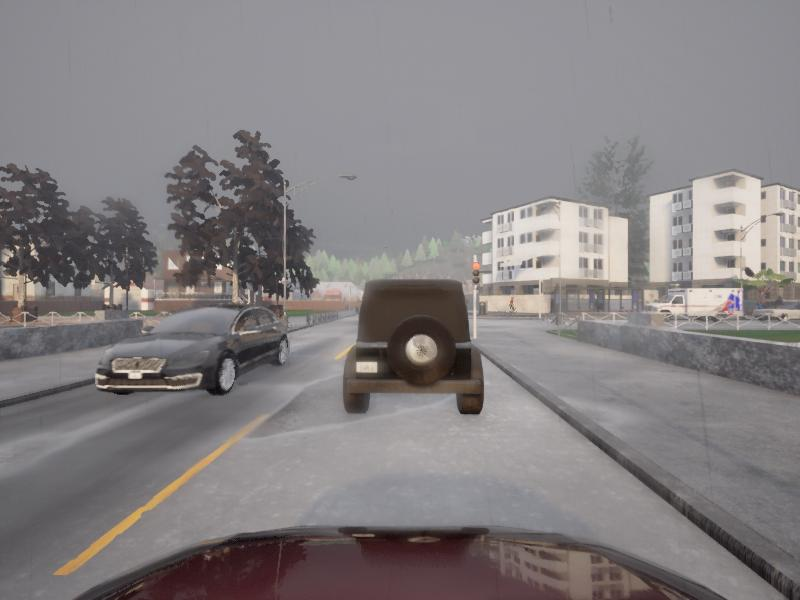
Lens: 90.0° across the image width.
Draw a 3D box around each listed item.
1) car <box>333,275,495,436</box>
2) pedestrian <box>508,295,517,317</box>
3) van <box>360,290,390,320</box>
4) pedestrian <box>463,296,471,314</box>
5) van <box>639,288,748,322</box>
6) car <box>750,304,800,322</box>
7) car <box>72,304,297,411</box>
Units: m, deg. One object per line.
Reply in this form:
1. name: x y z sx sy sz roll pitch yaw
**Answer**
1. car: 0.220 0.646 6.640 1.905 1.878 3.866 0 0 2
2. pedestrian: 10.005 0.524 35.636 0.751 1.860 0.751 0 0 14
3. van: -2.359 0.377 35.916 2.351 2.431 6.366 0 0 -6
4. pedestrian: 6.986 0.524 41.790 0.751 1.860 0.751 0 0 9
5. van: 21.752 0.378 29.883 6.366 2.431 2.351 0 0 2
6. car: 29.156 0.944 29.630 4.718 1.301 1.895 0 0 2
7. car: -3.732 0.845 8.194 1.837 1.490 4.892 0 0 2
